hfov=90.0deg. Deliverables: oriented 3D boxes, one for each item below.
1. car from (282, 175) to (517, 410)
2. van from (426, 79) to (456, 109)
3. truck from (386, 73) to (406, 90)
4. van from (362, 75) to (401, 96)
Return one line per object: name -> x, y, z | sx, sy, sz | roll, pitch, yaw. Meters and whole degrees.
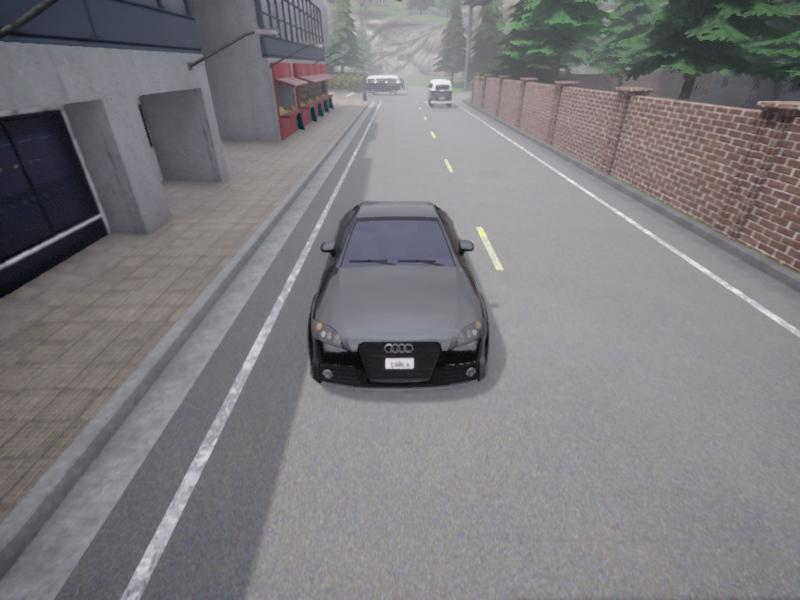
car -> -0.039, -0.536, 5.557 | 1.994, 1.385, 4.181 | -1, 30, -1
van -> 3.415, -17.747, 34.301 | 2.069, 2.038, 4.480 | 0, 30, 0
truck -> -0.651, -32.407, 59.287 | 2.390, 2.098, 6.274 | -3, 30, -6
van -> -2.095, -25.341, 47.250 | 4.480, 2.038, 2.069 | 0, 30, -1
